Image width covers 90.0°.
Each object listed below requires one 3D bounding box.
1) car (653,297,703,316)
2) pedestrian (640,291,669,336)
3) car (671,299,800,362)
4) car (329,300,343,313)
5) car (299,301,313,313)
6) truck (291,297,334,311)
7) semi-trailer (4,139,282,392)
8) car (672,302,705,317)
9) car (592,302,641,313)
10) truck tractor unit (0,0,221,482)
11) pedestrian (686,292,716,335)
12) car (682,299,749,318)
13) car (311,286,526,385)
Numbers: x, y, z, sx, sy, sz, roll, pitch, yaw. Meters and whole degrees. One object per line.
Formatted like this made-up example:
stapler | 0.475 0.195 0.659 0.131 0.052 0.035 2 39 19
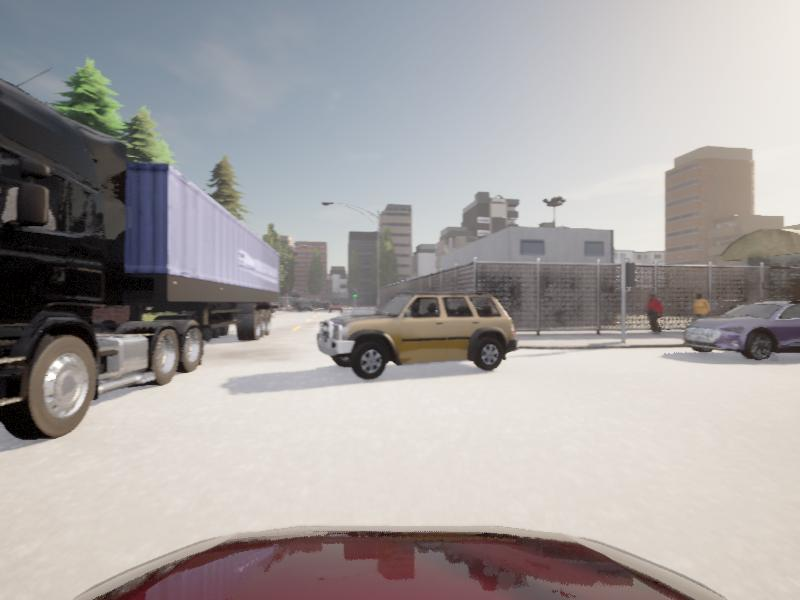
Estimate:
car | 28.173 0.684 40.608 3.866 1.878 1.905 0 0 -9
pedestrian | 10.902 0.565 17.160 0.751 1.860 0.751 0 0 -9
car | 10.971 0.811 11.794 4.856 1.649 2.033 0 0 -9
car | -8.696 0.867 54.750 1.851 1.617 3.988 0 0 -8
car | -12.947 0.929 54.957 1.816 1.474 4.193 0 0 -15
truck | -13.523 0.627 62.230 6.274 2.098 2.390 0 0 -9
semi-trailer | -6.619 -0.602 14.220 2.717 4.402 14.254 0 0 -9
car | 27.643 0.889 38.341 2.207 1.379 1.481 0 0 -9
car | 27.211 0.930 50.371 5.357 1.415 2.033 0 0 -9
truck tractor unit | -5.428 -0.513 6.399 3.053 4.208 6.516 0 0 -9
pedestrian | 13.170 0.568 17.514 0.751 1.860 0.751 0 0 -9
car | 28.567 0.783 36.328 4.611 1.667 2.242 0 0 -9
car | 0.449 0.669 9.297 4.605 1.855 1.932 0 0 -24
